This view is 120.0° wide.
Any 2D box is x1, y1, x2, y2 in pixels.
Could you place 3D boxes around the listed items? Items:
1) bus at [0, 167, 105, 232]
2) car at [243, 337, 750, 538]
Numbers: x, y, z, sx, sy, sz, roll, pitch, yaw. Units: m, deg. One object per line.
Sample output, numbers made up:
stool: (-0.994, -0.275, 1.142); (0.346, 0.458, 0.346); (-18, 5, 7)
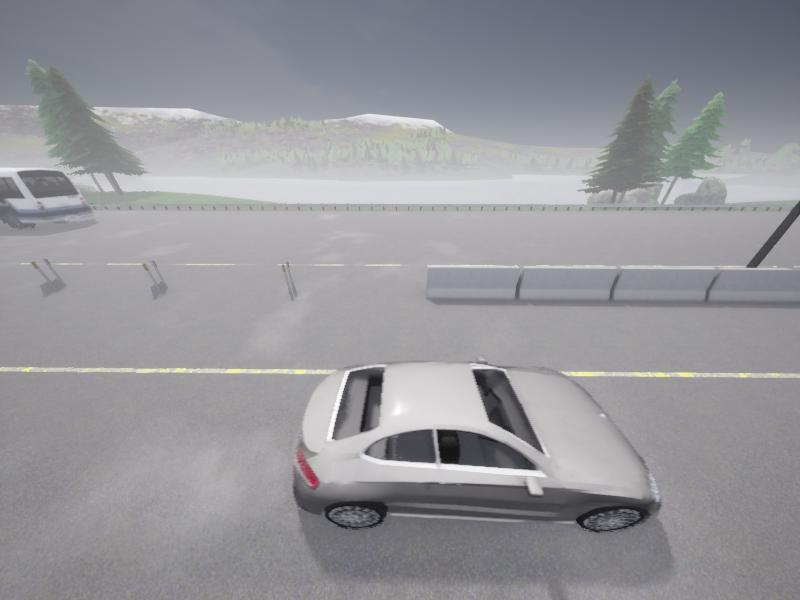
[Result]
bus: (-32.109, -8.073, 18.342); (10.273, 4.253, 3.944); (0, 30, 0)
car: (0.944, 1.929, 3.645); (5.027, 1.651, 2.152); (0, 30, 1)
